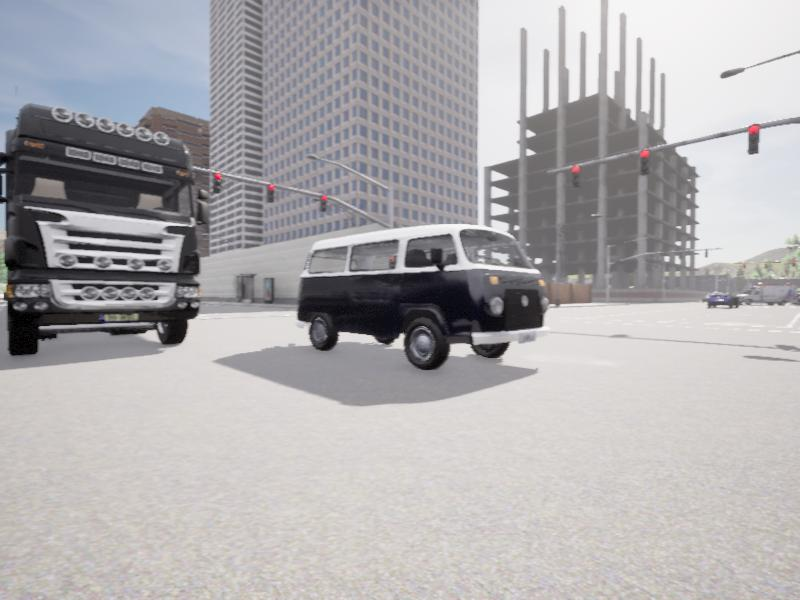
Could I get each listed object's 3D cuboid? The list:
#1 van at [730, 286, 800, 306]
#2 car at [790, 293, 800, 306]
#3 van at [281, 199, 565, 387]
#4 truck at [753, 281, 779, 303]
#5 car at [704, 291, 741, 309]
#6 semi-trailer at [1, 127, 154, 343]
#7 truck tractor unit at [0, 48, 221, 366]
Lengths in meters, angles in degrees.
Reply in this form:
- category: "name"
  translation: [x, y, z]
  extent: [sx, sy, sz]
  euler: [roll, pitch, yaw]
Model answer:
- category: "van"
  translation: [45.774, -0.535, 50.252]
  extent: [6.366, 2.431, 2.351]
  euler: [0, 0, 6]
- category: "car"
  translation: [53.837, -0.076, 52.291]
  extent: [3.988, 1.617, 1.851]
  euler: [1, 1, 45]
- category: "van"
  translation: [0.063, -0.107, 6.656]
  extent: [2.069, 2.038, 4.480]
  euler: [0, 1, -44]
- category: "truck"
  translation: [65.787, -1.377, 71.821]
  extent: [8.468, 3.827, 2.891]
  euler: [0, 1, -44]
- category: "car"
  translation: [30.142, -0.014, 37.300]
  extent: [4.514, 1.525, 2.007]
  euler: [0, 1, -42]
- category: "semi-trailer"
  translation: [-12.113, -1.439, 14.236]
  extent: [2.717, 4.402, 14.254]
  euler: [0, 1, -44]
- category: "truck tractor unit"
  translation: [-6.612, -1.242, 8.555]
  extent: [3.053, 4.208, 6.516]
  euler: [0, 0, -44]
